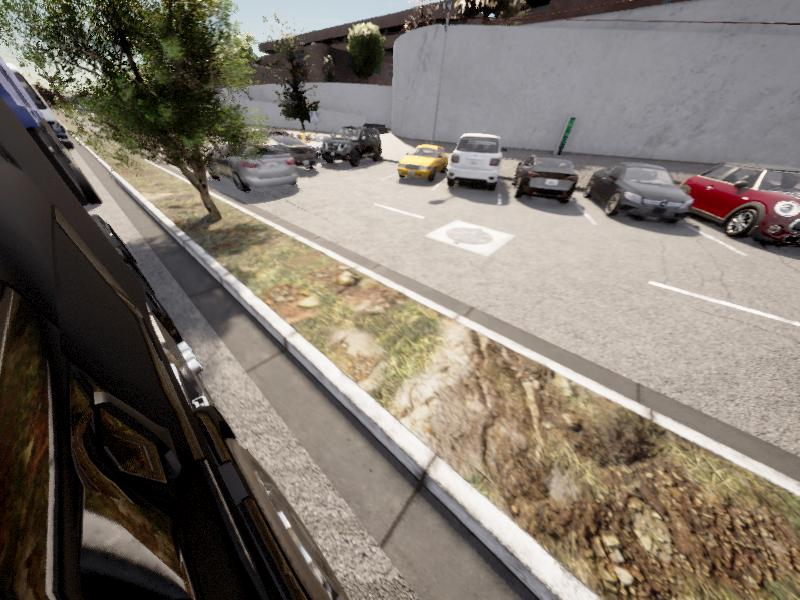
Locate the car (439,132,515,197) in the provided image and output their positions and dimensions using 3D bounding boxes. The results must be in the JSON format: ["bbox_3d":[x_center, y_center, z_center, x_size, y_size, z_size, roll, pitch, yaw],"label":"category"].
[{"bbox_3d":[3.842,-6.809,11.233,2.435,2.045,5.566,14,38,15],"label":"car"}]

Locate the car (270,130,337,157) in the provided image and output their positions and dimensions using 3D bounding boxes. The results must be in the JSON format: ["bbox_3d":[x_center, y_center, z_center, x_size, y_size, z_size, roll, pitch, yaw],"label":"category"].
[{"bbox_3d":[-7.594,-12.901,18.939,1.946,1.575,5.366,14,38,14],"label":"car"}]

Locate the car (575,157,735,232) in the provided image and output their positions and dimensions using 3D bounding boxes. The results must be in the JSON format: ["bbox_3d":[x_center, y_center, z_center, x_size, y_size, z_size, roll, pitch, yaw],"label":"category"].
[{"bbox_3d":[8.420,-4.101,8.388,2.002,1.452,4.674,14,38,14],"label":"car"}]

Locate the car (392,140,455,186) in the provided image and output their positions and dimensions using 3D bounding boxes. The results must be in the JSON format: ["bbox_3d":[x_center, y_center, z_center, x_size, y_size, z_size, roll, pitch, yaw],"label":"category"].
[{"bbox_3d":[1.467,-7.726,12.711,1.946,1.575,5.366,15,38,14],"label":"car"}]

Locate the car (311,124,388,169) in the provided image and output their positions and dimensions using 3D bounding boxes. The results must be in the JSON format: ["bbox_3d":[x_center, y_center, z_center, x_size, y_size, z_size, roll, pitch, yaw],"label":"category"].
[{"bbox_3d":[-3.054,-10.484,15.659,2.435,2.045,5.566,15,38,14],"label":"car"}]

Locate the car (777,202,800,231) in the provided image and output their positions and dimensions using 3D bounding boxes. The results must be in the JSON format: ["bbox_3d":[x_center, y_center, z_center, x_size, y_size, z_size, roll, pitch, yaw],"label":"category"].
[{"bbox_3d":[13.006,-1.667,5.383,2.002,1.452,4.674,14,38,15],"label":"car"}]

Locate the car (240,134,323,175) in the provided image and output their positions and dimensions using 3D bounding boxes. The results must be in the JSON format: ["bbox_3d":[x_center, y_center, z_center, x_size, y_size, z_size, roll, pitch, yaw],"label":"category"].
[{"bbox_3d":[-6.650,-8.230,12.880,4.892,1.490,1.837,28,44,30],"label":"car"}]

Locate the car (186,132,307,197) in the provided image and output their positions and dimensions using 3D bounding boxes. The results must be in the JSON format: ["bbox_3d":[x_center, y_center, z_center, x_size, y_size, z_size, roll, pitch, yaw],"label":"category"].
[{"bbox_3d":[-6.261,-5.721,9.449,4.611,1.667,2.242,28,44,30],"label":"car"}]

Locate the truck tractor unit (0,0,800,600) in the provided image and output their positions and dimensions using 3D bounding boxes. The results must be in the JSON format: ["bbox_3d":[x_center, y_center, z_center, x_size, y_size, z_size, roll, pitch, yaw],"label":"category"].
[{"bbox_3d":[-2.645,-0.295,0.351,6.516,4.208,3.053,28,44,30],"label":"truck tractor unit"}]

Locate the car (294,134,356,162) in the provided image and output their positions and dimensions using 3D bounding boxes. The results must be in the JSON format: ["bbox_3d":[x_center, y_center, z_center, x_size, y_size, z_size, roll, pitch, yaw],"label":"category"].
[{"bbox_3d":[-5.355,-11.518,17.343,2.002,1.452,4.674,15,38,14],"label":"car"}]

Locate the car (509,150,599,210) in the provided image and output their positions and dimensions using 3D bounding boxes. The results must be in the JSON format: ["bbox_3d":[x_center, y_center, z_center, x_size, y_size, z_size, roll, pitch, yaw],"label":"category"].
[{"bbox_3d":[6.123,-5.357,9.905,2.163,1.488,4.792,14,38,15],"label":"car"}]

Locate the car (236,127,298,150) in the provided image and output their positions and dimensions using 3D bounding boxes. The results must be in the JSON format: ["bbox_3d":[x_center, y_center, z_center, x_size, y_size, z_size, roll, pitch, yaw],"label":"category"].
[{"bbox_3d":[-12.248,-15.258,21.753,2.163,1.488,4.792,15,38,14],"label":"car"}]

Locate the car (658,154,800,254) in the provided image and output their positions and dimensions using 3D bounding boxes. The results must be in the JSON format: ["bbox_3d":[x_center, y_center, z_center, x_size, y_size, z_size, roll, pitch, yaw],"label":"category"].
[{"bbox_3d":[10.729,-3.034,6.810,2.185,1.767,4.553,14,38,15],"label":"car"}]

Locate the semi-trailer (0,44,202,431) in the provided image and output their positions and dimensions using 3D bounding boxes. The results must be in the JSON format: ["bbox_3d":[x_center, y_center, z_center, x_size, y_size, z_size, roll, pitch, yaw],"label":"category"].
[{"bbox_3d":[-8.706,-3.606,4.212,14.254,4.402,2.717,28,44,30],"label":"semi-trailer"}]

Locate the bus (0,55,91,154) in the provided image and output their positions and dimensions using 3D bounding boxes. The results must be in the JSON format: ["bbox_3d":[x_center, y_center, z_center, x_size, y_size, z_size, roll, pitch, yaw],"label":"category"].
[{"bbox_3d":[-25.311,-12.669,15.117,10.273,4.253,3.944,29,44,29],"label":"bus"}]
